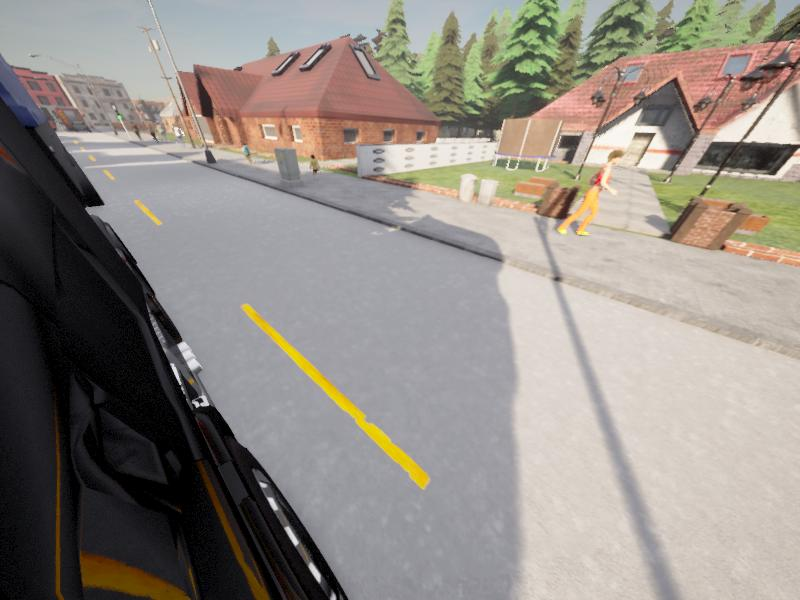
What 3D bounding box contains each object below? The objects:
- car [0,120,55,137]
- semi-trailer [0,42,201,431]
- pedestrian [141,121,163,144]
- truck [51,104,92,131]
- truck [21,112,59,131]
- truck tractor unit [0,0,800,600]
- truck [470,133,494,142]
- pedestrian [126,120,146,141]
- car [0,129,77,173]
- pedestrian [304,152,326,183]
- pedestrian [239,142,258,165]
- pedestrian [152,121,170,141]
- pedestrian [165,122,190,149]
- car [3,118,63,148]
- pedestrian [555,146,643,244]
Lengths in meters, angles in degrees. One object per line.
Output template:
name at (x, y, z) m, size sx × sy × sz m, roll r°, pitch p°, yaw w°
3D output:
car at (-46.955, -20.984, 28.256) m, size 1.837 × 1.490 × 4.892 m, roll 15°, pitch 39°, yaw 16°
semi-trailer at (-8.705, -3.573, 4.261) m, size 14.254 × 4.402 × 2.717 m, roll 28°, pitch 43°, yaw 30°
pedestrian at (-25.719, -17.373, 23.966) m, size 0.751 × 1.860 × 0.751 m, roll 26°, pitch 43°, yaw 29°
truck at (-64.161, -35.539, 45.074) m, size 8.468 × 3.827 × 2.891 m, roll 28°, pitch 43°, yaw 30°
truck at (-62.799, -31.155, 40.353) m, size 5.204 × 2.467 × 2.627 m, roll 27°, pitch 43°, yaw 30°
truck tractor unit at (-2.645, -0.295, 0.351) m, size 6.516 × 4.208 × 3.053 m, roll 28°, pitch 44°, yaw 30°
truck at (25.783, -51.248, 72.891) m, size 6.274 × 2.098 × 2.390 m, roll 28°, pitch 43°, yaw 30°
pedestrian at (-30.074, -19.286, 26.325) m, size 0.751 × 1.860 × 0.751 m, roll 30°, pitch 45°, yaw 33°
car at (-18.858, -7.710, 11.768) m, size 4.902 × 1.511 × 2.128 m, roll 28°, pitch 43°, yaw 30°
pedestrian at (-3.736, -5.852, 10.184) m, size 0.500 × 1.100 × 0.500 m, roll 24°, pitch 42°, yaw 27°
pedestrian at (-9.081, -8.753, 13.826) m, size 0.500 × 1.100 × 0.500 m, roll 28°, pitch 43°, yaw 30°
pedestrian at (-28.273, -19.975, 27.351) m, size 0.751 × 1.860 × 0.751 m, roll 28°, pitch 44°, yaw 31°
pedestrian at (-19.586, -14.491, 20.392) m, size 0.751 × 1.860 × 0.751 m, roll 24°, pitch 42°, yaw 27°
car at (-31.145, -14.334, 19.773) m, size 4.605 × 1.855 × 1.932 m, roll 28°, pitch 44°, yaw 31°
pedestrian at (4.433, -2.384, 5.284) m, size 0.751 × 1.860 × 0.751 m, roll 25°, pitch 42°, yaw 27°
